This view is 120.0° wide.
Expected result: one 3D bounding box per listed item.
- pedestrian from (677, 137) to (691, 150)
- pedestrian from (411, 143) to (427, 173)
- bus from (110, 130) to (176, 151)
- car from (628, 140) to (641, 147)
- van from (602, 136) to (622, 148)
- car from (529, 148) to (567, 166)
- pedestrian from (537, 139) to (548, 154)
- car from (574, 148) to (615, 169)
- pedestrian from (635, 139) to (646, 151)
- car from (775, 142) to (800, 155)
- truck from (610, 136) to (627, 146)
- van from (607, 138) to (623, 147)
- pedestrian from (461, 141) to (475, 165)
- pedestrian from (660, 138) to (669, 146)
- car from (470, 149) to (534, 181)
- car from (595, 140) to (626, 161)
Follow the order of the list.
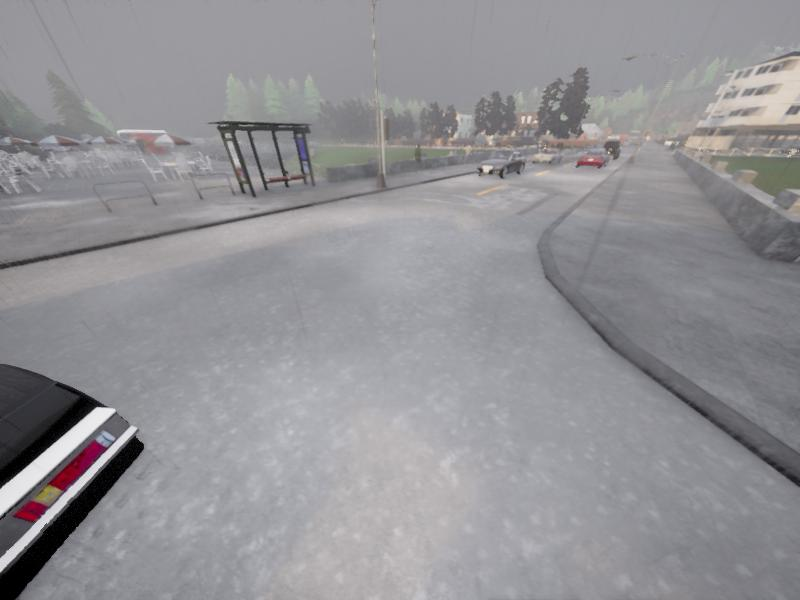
[{"bbox_3d":[51.114,-28.167,41.569,0.751,1.860,0.751,27,44,34],"label":"pedestrian"},{"bbox_3d":[1.375,-10.384,16.913,0.751,1.860,0.751,22,41,28],"label":"pedestrian"},{"bbox_3d":[-66.021,-41.263,59.726,3.944,4.253,10.273,27,43,33],"label":"bus"},{"bbox_3d":[61.745,-41.269,60.829,1.789,1.549,3.705,27,43,33],"label":"car"},{"bbox_3d":[52.243,-38.960,56.876,2.351,2.431,6.366,27,43,33],"label":"van"},{"bbox_3d":[15.191,-14.718,23.668,1.895,1.301,4.718,27,44,33],"label":"car"},{"bbox_3d":[22.055,-23.765,35.782,0.751,1.860,0.751,25,42,32],"label":"pedestrian"},{"bbox_3d":[17.712,-12.935,21.039,1.994,1.385,4.181,27,43,33],"label":"car"},{"bbox_3d":[45.853,-29.563,43.996,0.751,1.860,0.751,28,44,34],"label":"pedestrian"},{"bbox_3d":[56.010,-20.576,31.447,4.892,1.490,1.837,28,44,34],"label":"car"},{"bbox_3d":[63.132,-45.966,66.715,2.627,2.467,5.204,27,43,33],"label":"truck"},{"bbox_3d":[57.750,-42.334,61.967,2.069,2.038,4.480,27,43,33],"label":"van"},{"bbox_3d":[6.410,-13.919,21.902,0.751,1.860,0.751,27,43,33],"label":"pedestrian"},{"bbox_3d":[68.434,-40.919,59.779,0.751,1.860,0.751,21,41,28],"label":"pedestrian"},{"bbox_3d":[7.251,-9.629,16.307,2.128,1.511,4.902,28,44,34],"label":"car"},{"bbox_3d":[25.346,-18.046,27.795,1.905,1.878,3.866,27,43,33],"label":"car"}]
